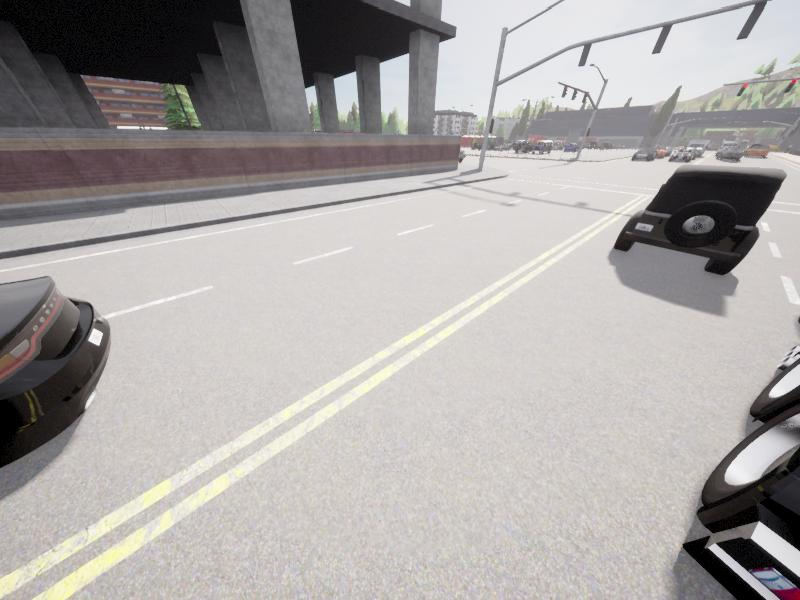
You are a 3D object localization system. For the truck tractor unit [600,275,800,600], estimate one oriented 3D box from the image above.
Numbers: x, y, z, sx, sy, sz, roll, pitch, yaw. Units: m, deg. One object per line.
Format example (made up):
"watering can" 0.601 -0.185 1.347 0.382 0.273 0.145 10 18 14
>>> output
"truck tractor unit" 5.129 -0.282 0.755 6.516 4.208 3.053 -17 39 -23

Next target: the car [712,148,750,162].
"car" 46.316 -20.409 32.427 2.033 1.411 5.357 28 43 33

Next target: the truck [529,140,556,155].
"truck" 25.081 -26.836 40.607 4.478 2.038 2.069 -26 42 -32

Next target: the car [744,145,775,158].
"car" 60.293 -25.029 38.822 4.553 1.767 2.097 -26 42 -32

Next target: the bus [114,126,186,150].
"bus" -57.510 -37.598 53.714 10.273 4.253 3.944 -25 42 -32

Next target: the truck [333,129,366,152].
"truck" -11.348 -35.476 51.338 2.891 3.827 8.468 -26 43 -32

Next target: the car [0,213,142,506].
"car" -5.084 1.151 0.864 5.238 1.638 1.930 -26 42 -32

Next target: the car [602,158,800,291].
"car" 6.886 -2.071 5.366 3.866 1.878 1.905 -26 42 -32

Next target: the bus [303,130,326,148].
"bus" -25.832 -48.570 69.615 3.944 4.253 10.273 -16 38 -22

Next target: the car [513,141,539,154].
"car" 23.165 -28.008 42.438 4.605 1.855 1.932 -26 42 -32

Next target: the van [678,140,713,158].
"van" 49.326 -25.272 38.525 6.366 2.431 2.351 -26 42 -32

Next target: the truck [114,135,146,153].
"truck" -47.512 -27.630 40.787 2.615 2.467 5.204 -26 42 -32

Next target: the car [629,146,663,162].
"car" 33.691 -20.065 31.626 4.856 1.649 2.033 -26 42 -32

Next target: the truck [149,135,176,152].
"truck" -44.213 -29.205 43.073 2.615 2.467 5.204 -26 42 -32

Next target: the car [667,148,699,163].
"car" 37.146 -19.040 30.315 3.806 1.475 1.970 -26 42 -32
